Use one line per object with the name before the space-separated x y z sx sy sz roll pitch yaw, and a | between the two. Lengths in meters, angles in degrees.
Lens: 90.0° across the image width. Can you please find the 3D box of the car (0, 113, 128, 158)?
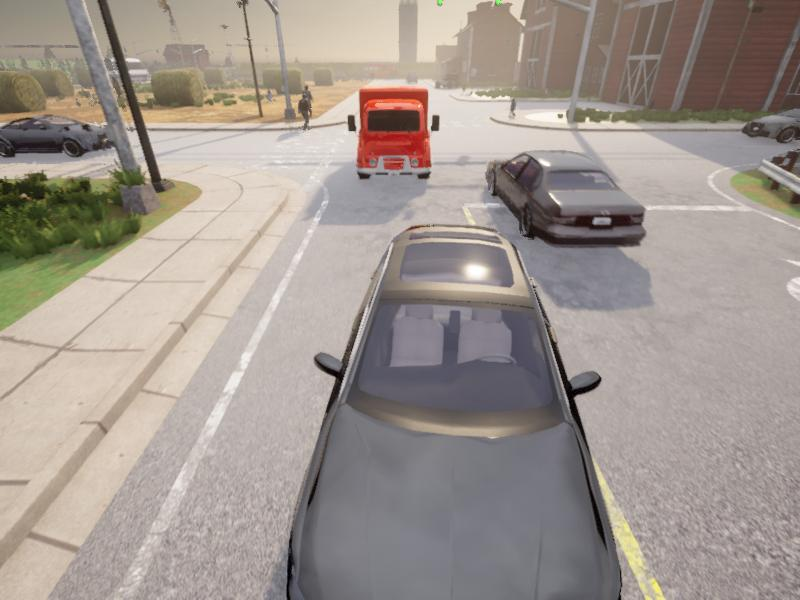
car | -13.694 -6.534 15.838 4.181 1.385 1.994 0 30 0

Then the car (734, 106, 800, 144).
car | 18.662 -8.165 18.625 4.181 1.385 1.994 0 30 0

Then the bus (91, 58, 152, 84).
bus | -54.555 -45.198 78.903 3.944 4.253 10.273 2 30 3

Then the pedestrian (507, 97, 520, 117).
pedestrian | 7.266 -12.349 25.628 0.500 1.100 0.500 -19 35 -29

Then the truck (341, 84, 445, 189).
truck | -0.195 -5.528 13.014 2.627 2.467 5.204 0 30 0

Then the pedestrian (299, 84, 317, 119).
pedestrian | -5.714 -12.324 24.841 0.751 1.860 0.751 -10 32 -17

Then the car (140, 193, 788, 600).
car | 0.468 0.458 3.711 2.128 1.511 4.902 3 30 6

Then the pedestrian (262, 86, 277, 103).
pedestrian | -11.495 -18.112 35.267 0.751 1.300 0.751 12 32 19

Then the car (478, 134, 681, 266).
car | 3.369 -2.569 8.994 2.033 1.411 5.357 -1 30 -1

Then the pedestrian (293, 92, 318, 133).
pedestrian | -4.922 -9.789 20.845 0.751 1.860 0.751 13 33 21

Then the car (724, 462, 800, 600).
car | 3.447 2.284 0.436 2.242 1.667 4.611 0 30 -1

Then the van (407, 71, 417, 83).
van | 2.513 -46.615 83.592 1.775 1.987 4.442 0 30 -1

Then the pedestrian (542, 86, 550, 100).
pedestrian | 13.494 -19.196 37.081 0.500 1.100 0.500 7 31 12

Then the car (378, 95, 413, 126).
car | -0.341 -11.921 24.981 1.994 1.385 4.181 -1 30 -2

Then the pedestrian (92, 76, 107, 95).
pedestrian | -33.297 -23.770 44.358 0.751 1.860 0.751 -23 37 -33

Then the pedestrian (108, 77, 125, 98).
pedestrian | -29.141 -21.868 41.114 0.751 1.860 0.751 22 37 33

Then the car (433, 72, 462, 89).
car | 6.960 -31.896 58.249 1.905 1.878 3.866 -31 40 -32
